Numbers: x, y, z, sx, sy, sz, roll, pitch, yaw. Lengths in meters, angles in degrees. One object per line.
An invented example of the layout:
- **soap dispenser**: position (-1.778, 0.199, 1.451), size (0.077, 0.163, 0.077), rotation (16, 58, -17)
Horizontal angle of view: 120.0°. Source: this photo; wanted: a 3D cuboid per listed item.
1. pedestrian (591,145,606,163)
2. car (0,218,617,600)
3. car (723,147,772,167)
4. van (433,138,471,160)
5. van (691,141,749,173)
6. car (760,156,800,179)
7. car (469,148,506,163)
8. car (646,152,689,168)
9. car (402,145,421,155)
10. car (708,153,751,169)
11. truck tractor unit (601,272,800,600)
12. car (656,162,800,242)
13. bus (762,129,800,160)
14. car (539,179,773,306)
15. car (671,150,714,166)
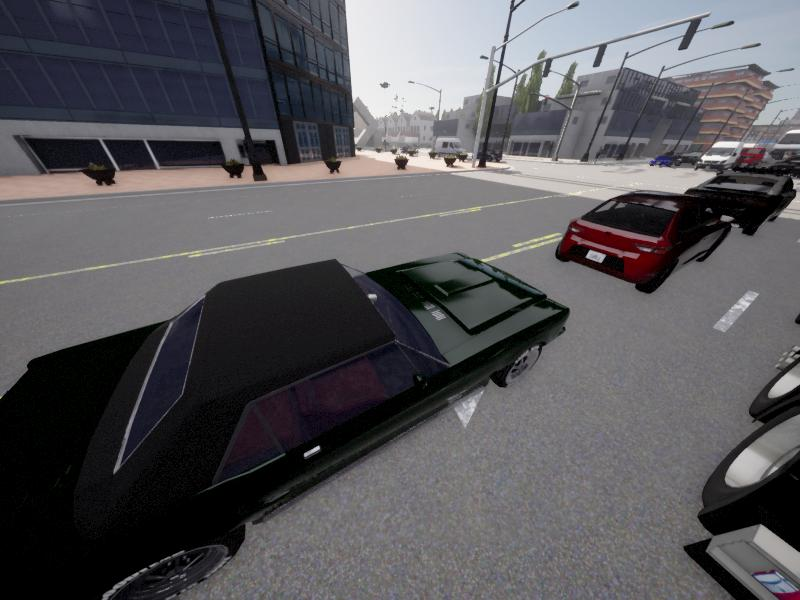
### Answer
- **pedestrian**: position (24.743, -18.130, 28.745), size (0.751, 1.860, 0.751), rotation (23, 40, 29)
- **car**: position (-0.486, 0.414, 2.264), size (4.718, 1.301, 1.895), rotation (-18, 39, -24)
- **car**: position (46.056, -18.978, 30.617), size (5.566, 2.045, 2.150), rotation (-17, 39, -24)
- **van**: position (7.763, -23.165, 35.289), size (1.988, 2.561, 5.915), rotation (-17, 38, -24)
- **van**: position (33.528, -15.041, 24.205), size (5.915, 2.561, 1.988), rotation (-20, 40, -28)
- **car**: position (34.811, -11.431, 19.868), size (5.008, 1.535, 1.882), rotation (-6, 35, -10)
- **car**: position (11.383, -18.976, 30.232), size (1.816, 1.474, 4.193), rotation (-17, 38, -24)
- **car**: position (31.555, -16.536, 27.267), size (4.193, 1.474, 1.816), rotation (-17, 38, -24)
- **car**: position (2.062, -28.447, 43.711), size (1.845, 1.501, 3.633), rotation (-18, 39, -26)
- **car**: position (39.433, -16.660, 27.645), size (4.674, 1.442, 1.812), rotation (-17, 39, -24)
- **truck tractor unit**: position (5.122, -0.289, 0.764), size (6.516, 4.208, 3.053), rotation (-18, 39, -24)
- **car**: position (11.382, -3.492, 7.707), size (5.238, 1.638, 1.930), rotation (-18, 39, -24)
- **bus**: position (71.871, -28.236, 41.784), size (10.273, 4.253, 3.944), rotation (-18, 39, -24)
- **car**: position (5.385, -1.535, 4.957), size (4.193, 1.474, 1.816), rotation (-18, 39, -24)
- **car**: position (38.830, -18.847, 30.634), size (5.238, 1.638, 1.930), rotation (-17, 38, -24)
